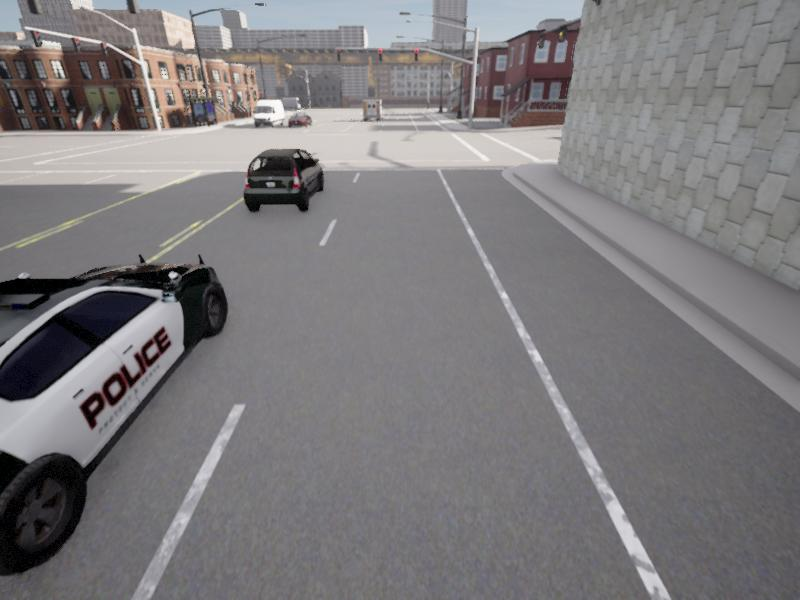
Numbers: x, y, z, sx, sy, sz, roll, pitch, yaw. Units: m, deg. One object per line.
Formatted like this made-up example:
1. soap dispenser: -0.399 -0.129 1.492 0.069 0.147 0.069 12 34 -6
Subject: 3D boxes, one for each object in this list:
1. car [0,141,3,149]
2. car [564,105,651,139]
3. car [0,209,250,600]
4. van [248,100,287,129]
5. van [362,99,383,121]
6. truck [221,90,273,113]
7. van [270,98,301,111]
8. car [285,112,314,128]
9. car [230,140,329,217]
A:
1. car: -28.910 -10.325 25.263 5.238 1.638 1.930 0 27 0
2. car: 14.518 -12.617 28.280 4.856 1.649 2.033 -5 27 2
3. car: -3.504 0.482 4.060 2.038 1.542 4.974 0 27 0
4. van: -14.102 -20.061 43.052 1.988 2.561 5.915 0 27 0
5. van: -3.608 -25.394 53.426 2.351 2.431 6.366 0 27 0
6. truck: -29.537 -38.388 77.489 8.468 3.827 2.891 0 27 0
7. van: -24.834 -42.583 87.004 5.915 2.561 1.988 1 27 3
8. car: -10.591 -19.164 42.547 1.994 1.385 4.181 0 27 0
9. car: -3.540 -3.981 12.659 1.851 1.617 3.988 0 27 0
